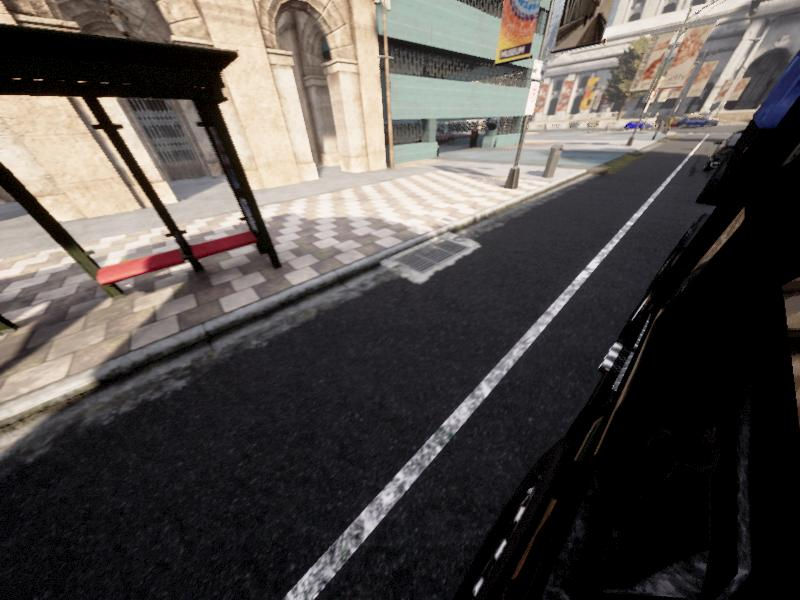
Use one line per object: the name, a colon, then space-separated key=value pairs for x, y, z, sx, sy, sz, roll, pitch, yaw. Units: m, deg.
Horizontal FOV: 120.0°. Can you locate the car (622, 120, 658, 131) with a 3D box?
car: x=44.612 y=-32.593 z=43.056 sx=1.816 sy=1.474 sz=4.193 roll=-30 pitch=45 yaw=-31

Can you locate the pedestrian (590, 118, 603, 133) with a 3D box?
pedestrian: x=31.320 y=-27.808 z=36.917 sx=0.751 sy=1.860 sz=0.751 roll=-22 pitch=41 yaw=-24

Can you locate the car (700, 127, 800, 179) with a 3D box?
car: x=15.507 y=-6.692 z=10.345 sx=4.892 sy=1.490 sz=1.837 roll=-30 pitch=44 yaw=-31

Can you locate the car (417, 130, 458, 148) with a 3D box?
car: x=4.593 y=-19.481 z=27.926 sx=4.902 sy=1.511 sz=2.128 roll=-30 pitch=45 yaw=-31

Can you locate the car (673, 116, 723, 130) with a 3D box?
car: x=49.518 y=-29.525 z=38.514 sx=2.033 sy=1.649 sz=4.856 roll=-30 pitch=44 yaw=-31

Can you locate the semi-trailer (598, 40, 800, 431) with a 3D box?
semi-trailer: x=8.690 y=-3.613 z=4.233 sx=14.254 sy=4.402 sz=2.717 roll=-28 pitch=44 yaw=-30

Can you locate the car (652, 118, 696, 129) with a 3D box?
car: x=49.965 y=-32.263 z=42.264 sx=2.163 sy=1.488 sz=4.792 roll=-29 pitch=44 yaw=-30

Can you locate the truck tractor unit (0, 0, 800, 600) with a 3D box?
truck tractor unit: x=2.645 y=-0.295 z=0.351 sx=6.516 sy=4.208 sz=3.053 roll=-28 pitch=44 yaw=-30

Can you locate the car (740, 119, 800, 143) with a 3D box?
car: x=31.713 y=-14.340 z=19.542 sx=1.812 sy=1.442 sz=4.674 roll=21 pitch=43 yaw=28

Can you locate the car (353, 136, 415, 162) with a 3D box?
car: x=-1.219 y=-12.772 z=19.409 sx=4.786 sy=1.482 sz=2.161 roll=-30 pitch=45 yaw=-31
